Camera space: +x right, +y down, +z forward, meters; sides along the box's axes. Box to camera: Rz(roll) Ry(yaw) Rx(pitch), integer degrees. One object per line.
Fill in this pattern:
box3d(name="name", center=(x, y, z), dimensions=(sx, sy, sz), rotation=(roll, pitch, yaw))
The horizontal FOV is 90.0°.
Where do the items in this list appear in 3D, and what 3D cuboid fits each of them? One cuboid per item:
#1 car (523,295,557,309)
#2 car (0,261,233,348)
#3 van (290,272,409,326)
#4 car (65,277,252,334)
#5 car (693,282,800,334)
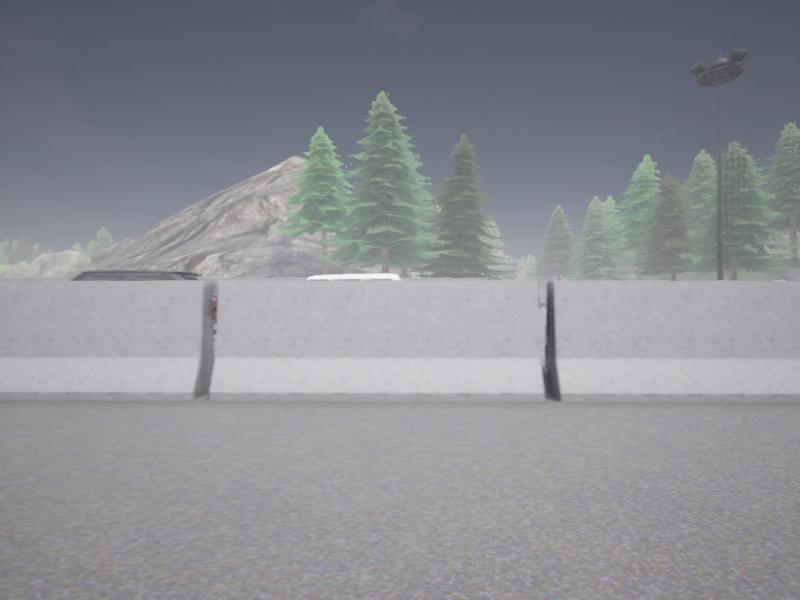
box3d(name="car", center=(15.973, 0.229, 46.003), dimensions=(2.128, 1.511, 4.902), rotation=(0, 0, -1))
box3d(name="car", center=(-6.547, 0.097, 9.202), dimensions=(4.553, 1.767, 2.097), rotation=(0, 0, 0))
box3d(name="van", center=(-1.912, -0.030, 16.202), dimensions=(4.480, 2.038, 2.069), rotation=(0, 0, 0))
box3d(name="car", center=(-7.404, 0.158, 12.704), dimensions=(4.611, 1.667, 2.242), rotation=(0, 0, 0))
box3d(name="car", center=(12.302, 0.225, 12.700), dimensions=(4.514, 1.525, 2.007), rotation=(0, 0, 0))
